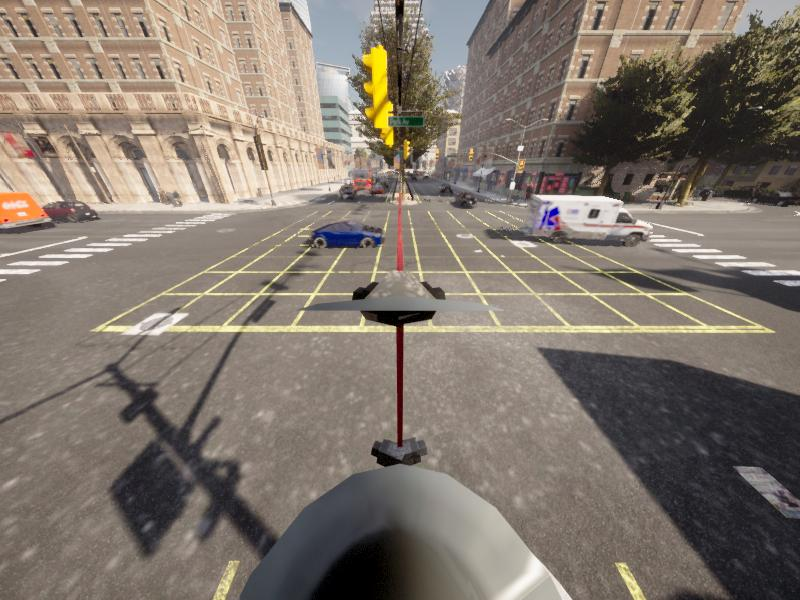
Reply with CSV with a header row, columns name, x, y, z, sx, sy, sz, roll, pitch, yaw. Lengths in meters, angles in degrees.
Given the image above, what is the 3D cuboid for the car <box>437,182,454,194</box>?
name,x,y,z,sx,sy,sz,roll,pitch,yaw
car,7.943,-19.839,40.836,2.038,1.542,4.974,0,30,0

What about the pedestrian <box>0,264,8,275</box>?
name,x,y,z,sx,sy,sz,roll,pitch,yaw
pedestrian,-17.413,-1.819,9.247,0.751,1.860,0.751,0,30,-1

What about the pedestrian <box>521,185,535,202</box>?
name,x,y,z,sx,sy,sz,roll,pitch,yaw
pedestrian,16.066,-13.413,29.025,0.751,1.860,0.751,-6,31,-10

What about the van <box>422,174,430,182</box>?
name,x,y,z,sx,sy,sz,roll,pitch,yaw
van,8.039,-38.043,71.858,2.069,2.038,4.480,0,30,0

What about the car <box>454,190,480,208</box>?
name,x,y,z,sx,sy,sz,roll,pitch,yaw
car,7.897,-12.160,27.624,1.812,1.442,4.674,0,30,0

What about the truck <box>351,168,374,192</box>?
name,x,y,z,sx,sy,sz,roll,pitch,yaw
truck,-7.052,-23.598,45.053,2.891,3.827,8.468,0,30,0

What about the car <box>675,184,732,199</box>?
name,x,y,z,sx,sy,sz,roll,pitch,yaw
car,46.018,-16.608,35.237,2.038,1.542,4.974,0,30,0

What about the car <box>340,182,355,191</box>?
name,x,y,z,sx,sy,sz,roll,pitch,yaw
car,-10.295,-22.354,45.417,1.895,1.301,4.718,0,30,0

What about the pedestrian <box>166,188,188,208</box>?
name,x,y,z,sx,sy,sz,roll,pitch,yaw
pedestrian,-23.540,-10.768,24.443,0.751,1.860,0.751,1,30,1

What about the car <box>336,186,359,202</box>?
name,x,y,z,sx,sy,sz,roll,pitch,yaw
car,-7.089,-14.612,31.803,2.128,1.511,4.902,0,30,0

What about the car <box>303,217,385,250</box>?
name,x,y,z,sx,sy,sz,roll,pitch,yaw
car,-3.030,-3.924,13.434,4.181,1.385,1.994,0,30,0

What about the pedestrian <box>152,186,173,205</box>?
name,x,y,z,sx,sy,sz,roll,pitch,yaw
pedestrian,-27.312,-12.015,26.603,0.751,1.860,0.751,3,30,5

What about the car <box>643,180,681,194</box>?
name,x,y,z,sx,sy,sz,roll,pitch,yaw
car,46.028,-19.990,40.724,1.905,1.878,3.866,0,31,0

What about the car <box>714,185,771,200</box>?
name,x,y,z,sx,sy,sz,roll,pitch,yaw
car,49.522,-15.638,33.562,1.851,1.617,3.988,0,30,0

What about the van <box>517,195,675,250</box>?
name,x,y,z,sx,sy,sz,roll,pitch,yaw
van,10.966,-4.765,13.830,6.366,2.431,2.351,7,31,12

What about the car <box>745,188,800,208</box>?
name,x,y,z,sx,sy,sz,roll,pitch,yaw
car,45.207,-12.134,27.382,1.930,1.638,5.238,9,31,15

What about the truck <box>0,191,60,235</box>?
name,x,y,z,sx,sy,sz,roll,pitch,yaw
truck,-28.954,-6.110,16.117,5.204,2.467,2.627,0,30,0

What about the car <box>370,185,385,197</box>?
name,x,y,z,sx,sy,sz,roll,pitch,yaw
car,-3.572,-17.679,37.330,1.895,1.301,4.718,0,30,0

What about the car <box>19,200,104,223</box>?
name,x,y,z,sx,sy,sz,roll,pitch,yaw
car,-28.218,-7.467,19.410,3.633,1.501,1.845,0,30,0

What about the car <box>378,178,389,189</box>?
name,x,y,z,sx,sy,sz,roll,pitch,yaw
car,-3.531,-25.142,49.758,2.097,1.767,4.553,0,30,0
